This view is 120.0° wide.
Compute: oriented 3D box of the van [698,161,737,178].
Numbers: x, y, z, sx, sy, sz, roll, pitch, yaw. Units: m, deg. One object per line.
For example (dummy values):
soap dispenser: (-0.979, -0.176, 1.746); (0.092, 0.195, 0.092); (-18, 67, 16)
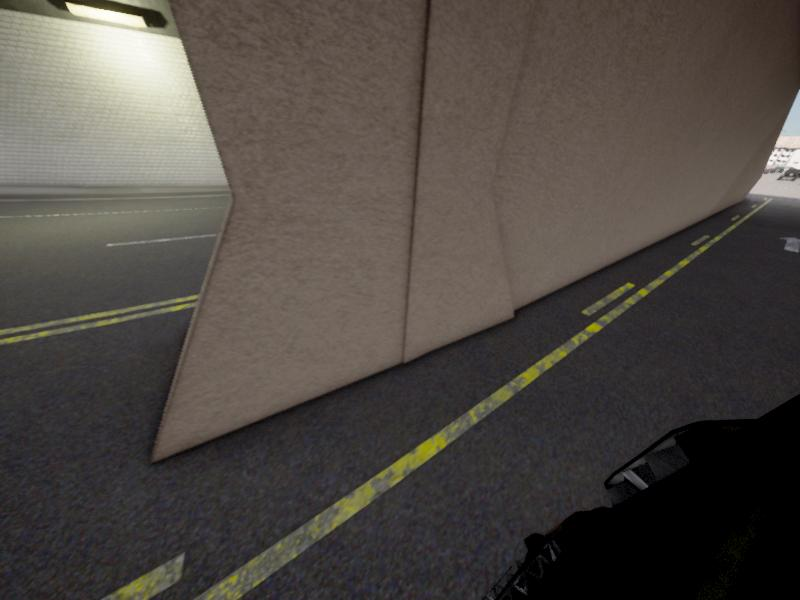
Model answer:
van: (56.416, -23.180, 41.042); (6.366, 2.431, 2.351); (-17, 38, -27)

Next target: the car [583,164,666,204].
car: (14.023, -7.390, 14.474); (4.605, 1.855, 1.932); (-18, 39, -28)

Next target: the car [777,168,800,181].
car: (72.992, -23.384, 43.100); (3.866, 1.878, 1.905); (-17, 38, -27)

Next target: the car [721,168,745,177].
car: (69.351, -26.651, 48.113); (4.892, 1.490, 1.837); (-17, 38, -27)

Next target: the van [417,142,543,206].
van: (4.281, -6.802, 12.351); (6.366, 2.431, 2.351); (-18, 39, -28)
